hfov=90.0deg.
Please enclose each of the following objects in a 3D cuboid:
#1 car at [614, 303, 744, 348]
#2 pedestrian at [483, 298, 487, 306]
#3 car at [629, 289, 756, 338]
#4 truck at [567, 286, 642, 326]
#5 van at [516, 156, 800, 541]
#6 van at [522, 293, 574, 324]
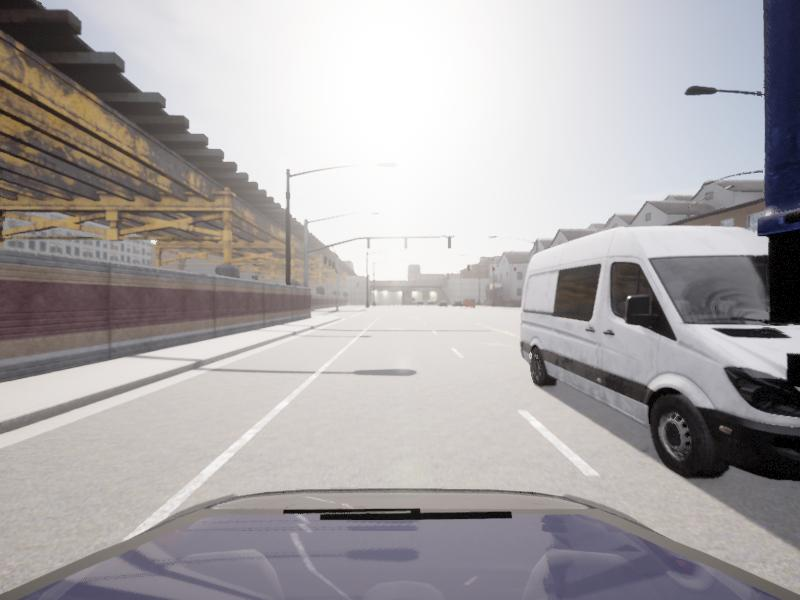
[{"bbox_3d":[10.445,0.869,15.520,1.812,1.442,4.674,0,0,0],"label":"car"},{"bbox_3d":[19.320,0.481,90.788,0.751,1.860,0.751,0,0,-2],"label":"pedestrian"},{"bbox_3d":[13.921,0.567,19.612,2.150,2.045,5.566,0,0,0],"label":"car"},{"bbox_3d":[13.798,0.355,27.476,2.627,2.467,5.204,0,0,1],"label":"truck"},{"bbox_3d":[3.484,0.322,5.625,1.988,2.561,5.915,0,0,0],"label":"van"},{"bbox_3d":[10.417,0.570,28.522,2.069,2.038,4.480,0,0,0],"label":"van"}]
